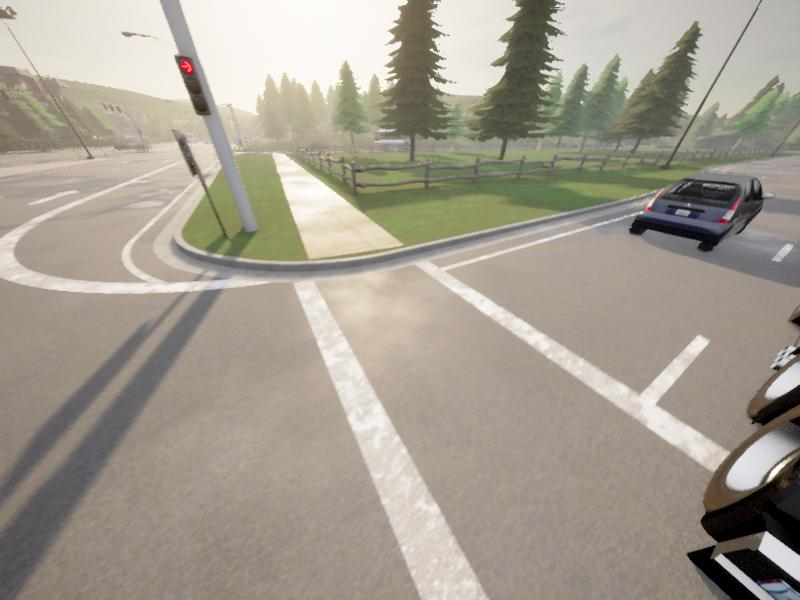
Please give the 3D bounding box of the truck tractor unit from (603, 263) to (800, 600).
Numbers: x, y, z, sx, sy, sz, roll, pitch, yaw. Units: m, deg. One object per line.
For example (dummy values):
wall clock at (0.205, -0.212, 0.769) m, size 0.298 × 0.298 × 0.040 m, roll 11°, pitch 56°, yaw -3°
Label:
truck tractor unit at (5.109, -0.300, 0.796) m, size 6.516 × 4.208 × 3.053 m, roll -18°, pitch 39°, yaw -24°

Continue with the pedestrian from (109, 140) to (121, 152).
pedestrian at (-55.330, -29.918, 44.859) m, size 0.751 × 1.860 × 0.751 m, roll -24°, pitch 41°, yaw -30°

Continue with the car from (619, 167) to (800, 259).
car at (8.681, -2.678, 6.556) m, size 3.988 × 1.617 × 1.851 m, roll -18°, pitch 39°, yaw -24°

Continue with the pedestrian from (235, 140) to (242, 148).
pedestrian at (-41.767, -40.332, 59.703) m, size 0.751 × 1.860 × 0.751 m, roll -13°, pitch 37°, yaw -19°

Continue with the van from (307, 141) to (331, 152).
van at (-18.098, -34.475, 51.728) m, size 4.442 × 1.987 × 1.775 m, roll -18°, pitch 39°, yaw -24°

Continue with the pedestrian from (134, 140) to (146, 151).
pedestrian at (-52.342, -31.069, 46.547) m, size 0.751 × 1.860 × 0.751 m, roll -21°, pitch 40°, yaw -28°

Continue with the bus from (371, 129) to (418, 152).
bus at (-1.246, -38.440, 55.626) m, size 10.273 × 4.253 × 3.944 m, roll -18°, pitch 39°, yaw -24°

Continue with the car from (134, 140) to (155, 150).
car at (-60.126, -36.592, 54.454) m, size 1.905 × 1.878 × 3.866 m, roll -18°, pitch 39°, yaw -25°
